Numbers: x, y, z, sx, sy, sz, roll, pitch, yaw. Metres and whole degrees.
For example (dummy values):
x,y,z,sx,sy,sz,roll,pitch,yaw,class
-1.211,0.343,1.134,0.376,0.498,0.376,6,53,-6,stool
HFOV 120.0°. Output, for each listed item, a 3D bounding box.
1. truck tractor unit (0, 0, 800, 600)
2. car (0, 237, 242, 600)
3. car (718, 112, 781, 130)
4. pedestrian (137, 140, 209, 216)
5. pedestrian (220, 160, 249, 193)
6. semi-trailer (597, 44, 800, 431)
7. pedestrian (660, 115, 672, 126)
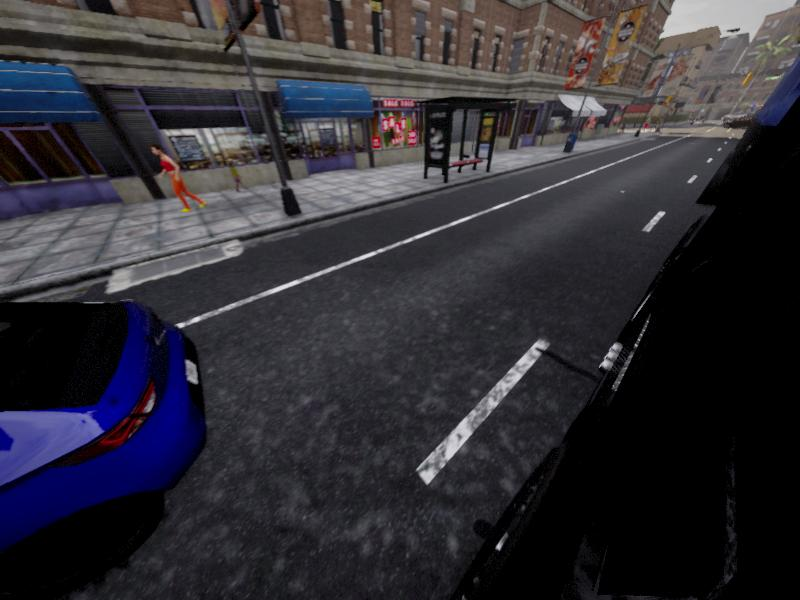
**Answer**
x,y,z,sx,sy,sz,roll,pitch,yaw,class
2.645,-0.295,0.351,6.516,4.208,3.053,-28,44,-30,truck tractor unit
-3.430,1.289,0.864,4.193,1.474,1.816,-28,44,-30,car
52.710,-27.068,35.024,1.932,1.855,4.605,-10,36,-10,car
-6.743,-3.646,6.947,0.751,1.860,0.751,-31,46,-33,pedestrian
-6.699,-5.015,9.383,0.500,1.100,0.500,-27,44,-29,pedestrian
8.702,-3.595,4.236,14.254,4.402,2.717,-28,44,-30,semi-trailer
56.757,-38.220,49.277,0.751,1.860,0.751,-9,38,-9,pedestrian
